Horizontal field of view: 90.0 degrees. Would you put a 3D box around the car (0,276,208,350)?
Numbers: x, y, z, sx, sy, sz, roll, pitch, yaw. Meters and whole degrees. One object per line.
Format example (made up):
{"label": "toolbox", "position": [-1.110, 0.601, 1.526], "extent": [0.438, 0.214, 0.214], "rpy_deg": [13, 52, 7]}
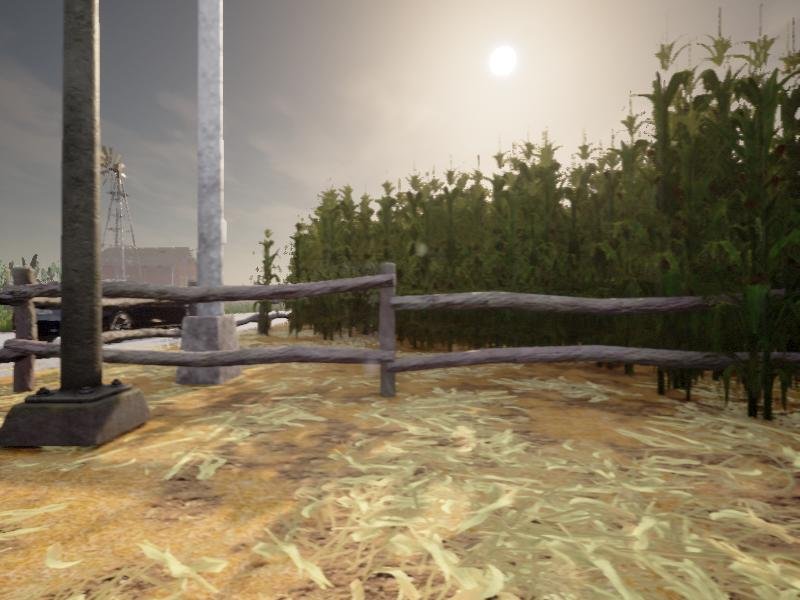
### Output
{"label": "car", "position": [-7.255, 0.257, 10.465], "extent": [2.163, 1.488, 4.792], "rpy_deg": [0, 0, 0]}
